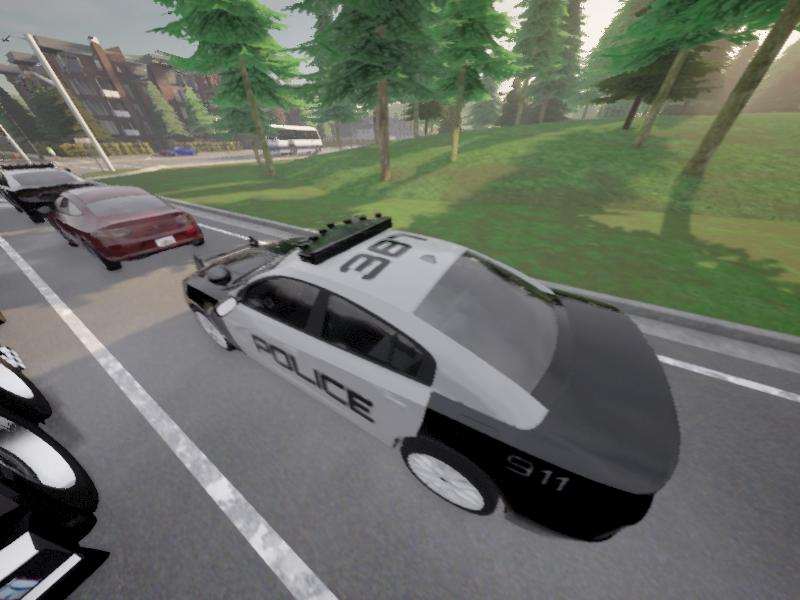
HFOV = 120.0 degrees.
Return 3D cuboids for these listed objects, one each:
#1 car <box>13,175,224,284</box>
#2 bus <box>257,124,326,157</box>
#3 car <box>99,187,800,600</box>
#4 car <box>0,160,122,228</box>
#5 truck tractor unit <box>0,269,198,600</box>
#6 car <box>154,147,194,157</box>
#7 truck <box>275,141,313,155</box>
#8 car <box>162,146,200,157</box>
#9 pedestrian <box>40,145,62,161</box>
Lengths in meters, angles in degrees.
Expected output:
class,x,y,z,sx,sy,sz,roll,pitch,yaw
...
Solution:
class,x,y,z,sx,sy,sz,roll,pitch,yaw
car,-6.894,-2.010,5.684,4.674,1.442,1.812,18,39,24
bus,-18.711,-28.356,41.153,3.944,4.253,10.273,18,39,24
car,-0.581,-0.039,2.626,5.238,1.638,1.930,18,39,25
car,-13.277,-4.175,8.675,5.238,1.638,1.930,18,39,24
truck tractor unit,-5.131,-0.279,0.774,6.516,4.208,3.053,18,39,24
car,-40.320,-26.556,41.347,1.895,1.301,4.718,18,39,24
truck,-20.406,-29.671,44.939,2.390,2.098,6.274,18,39,24
car,-37.458,-25.469,39.604,1.816,1.474,4.193,18,39,24
pedestrian,-48.947,-20.656,32.418,0.751,1.860,0.751,14,38,20
